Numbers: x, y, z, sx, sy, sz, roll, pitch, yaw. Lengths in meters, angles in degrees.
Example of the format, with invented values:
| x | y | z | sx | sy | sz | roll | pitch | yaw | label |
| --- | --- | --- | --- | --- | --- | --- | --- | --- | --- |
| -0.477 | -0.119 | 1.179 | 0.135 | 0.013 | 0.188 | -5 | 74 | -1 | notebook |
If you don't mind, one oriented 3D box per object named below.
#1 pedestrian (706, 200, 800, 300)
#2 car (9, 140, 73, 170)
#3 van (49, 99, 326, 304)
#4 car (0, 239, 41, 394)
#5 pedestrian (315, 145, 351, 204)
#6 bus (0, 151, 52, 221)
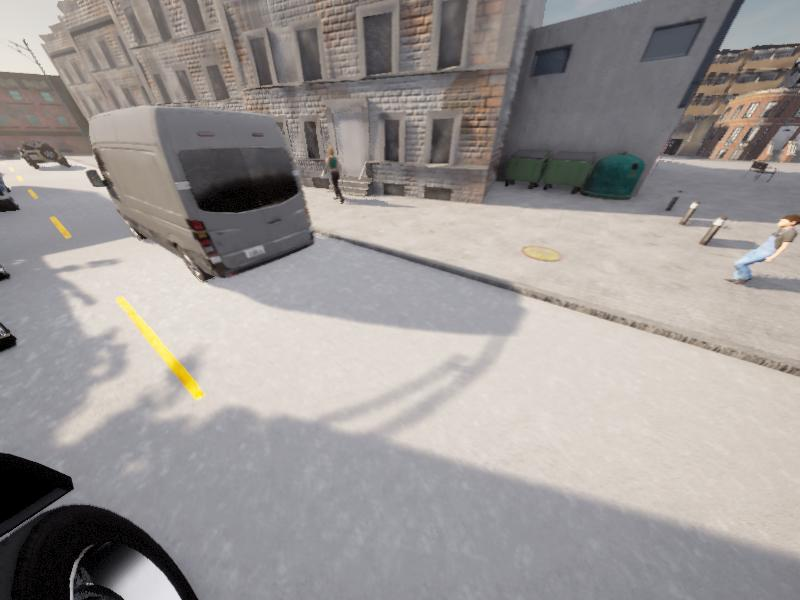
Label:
| x | y | z | sx | sy | sz | roll | pitch | yaw | label |
| --- | --- | --- | --- | --- | --- | --- | --- | --- | --- |
| 6.164 | -0.831 | 3.791 | 0.751 | 1.300 | 0.751 | 25 | 42 | 30 | pedestrian |
| -29.634 | -12.051 | 19.075 | 4.605 | 1.855 | 1.932 | 21 | 40 | 27 | car |
| -4.647 | -2.417 | 5.086 | 5.915 | 2.561 | 1.988 | 22 | 40 | 27 | van |
| -6.883 | -0.129 | 2.815 | 5.357 | 1.411 | 2.033 | 22 | 41 | 28 | car |
| -2.501 | -4.757 | 8.789 | 0.751 | 1.860 | 0.751 | 28 | 43 | 33 | pedestrian |
| -17.432 | -5.496 | 7.843 | 10.273 | 4.253 | 3.944 | 22 | 41 | 27 | bus |
